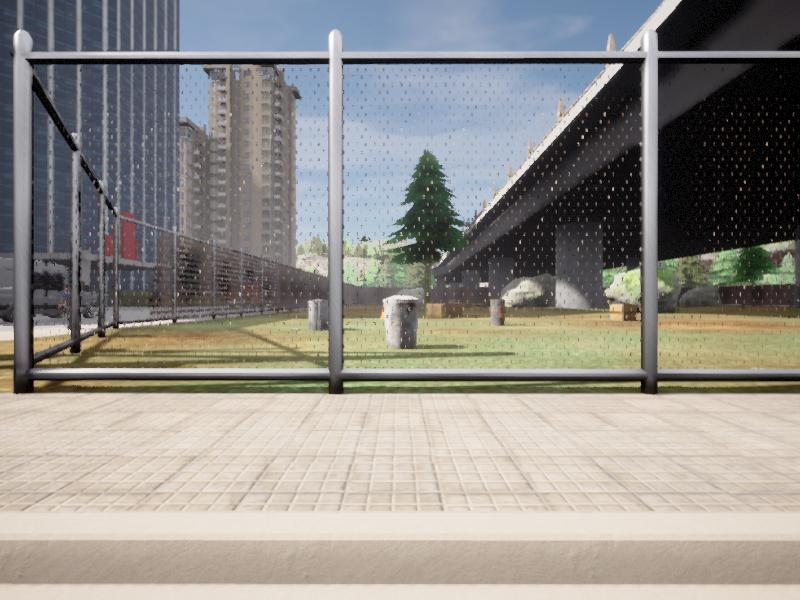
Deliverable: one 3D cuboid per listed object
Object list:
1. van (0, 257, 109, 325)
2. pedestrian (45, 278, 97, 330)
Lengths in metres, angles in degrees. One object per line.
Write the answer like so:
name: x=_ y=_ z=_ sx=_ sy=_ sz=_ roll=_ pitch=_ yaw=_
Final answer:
van: x=-15.885 y=-0.338 z=17.405 sx=1.988 sy=2.561 sz=5.915 roll=-1 pitch=0 yaw=2
pedestrian: x=-8.549 y=0.107 z=10.416 sx=0.751 sy=1.300 sz=0.751 roll=0 pitch=0 yaw=-6
